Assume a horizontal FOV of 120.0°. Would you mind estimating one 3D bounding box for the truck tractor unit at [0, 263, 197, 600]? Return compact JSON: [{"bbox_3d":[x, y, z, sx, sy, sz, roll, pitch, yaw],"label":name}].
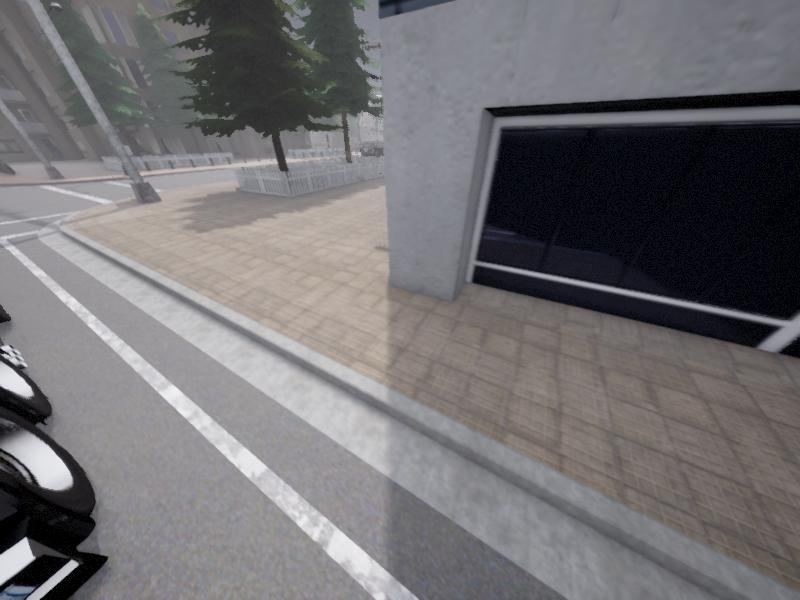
[{"bbox_3d":[-5.109,-0.303,0.781,6.516,4.208,3.053,18,39,24],"label":"truck tractor unit"}]
